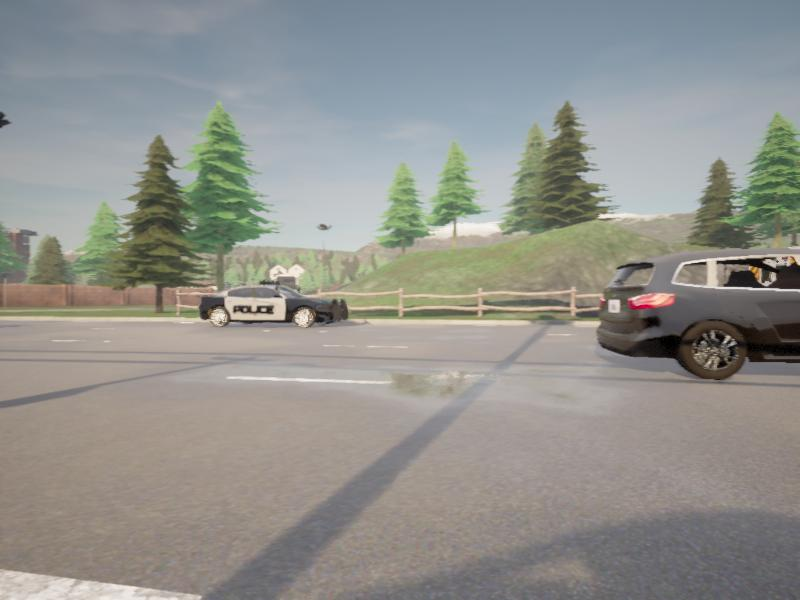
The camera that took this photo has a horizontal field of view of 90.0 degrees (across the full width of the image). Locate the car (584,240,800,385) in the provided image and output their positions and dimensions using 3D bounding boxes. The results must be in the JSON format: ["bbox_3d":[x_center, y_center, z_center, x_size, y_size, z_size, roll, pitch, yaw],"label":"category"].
[{"bbox_3d":[5.365,0.142,5.613,4.611,1.667,2.242,0,0,9],"label":"car"}]

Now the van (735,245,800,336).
[{"bbox_3d":[13.853,-0.253,11.324,6.366,2.431,2.351,0,0,9],"label":"van"}]

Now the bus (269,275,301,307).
[{"bbox_3d":[-16.999,-1.239,58.550,3.944,4.253,10.273,0,0,-18],"label":"bus"}]

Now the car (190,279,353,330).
[{"bbox_3d":[-4.501,0.144,14.302,5.238,1.638,1.930,0,0,9],"label":"car"}]
